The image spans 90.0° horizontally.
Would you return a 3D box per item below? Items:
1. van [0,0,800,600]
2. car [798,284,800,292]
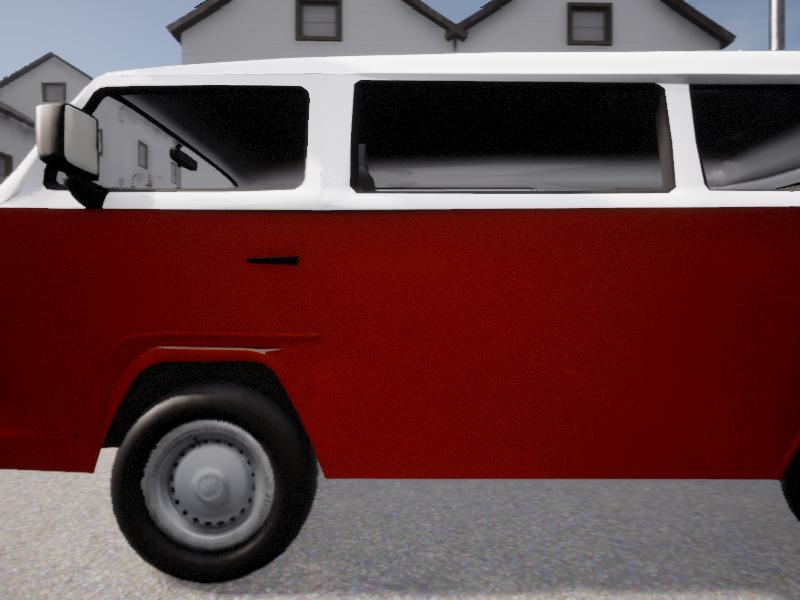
[{"bbox_3d":[0.512,-0.029,2.198,4.480,2.038,2.069,0,0,0],"label":"van"},{"bbox_3d":[20.682,-0.375,16.956,2.033,1.411,5.357,0,15,-2],"label":"car"}]
